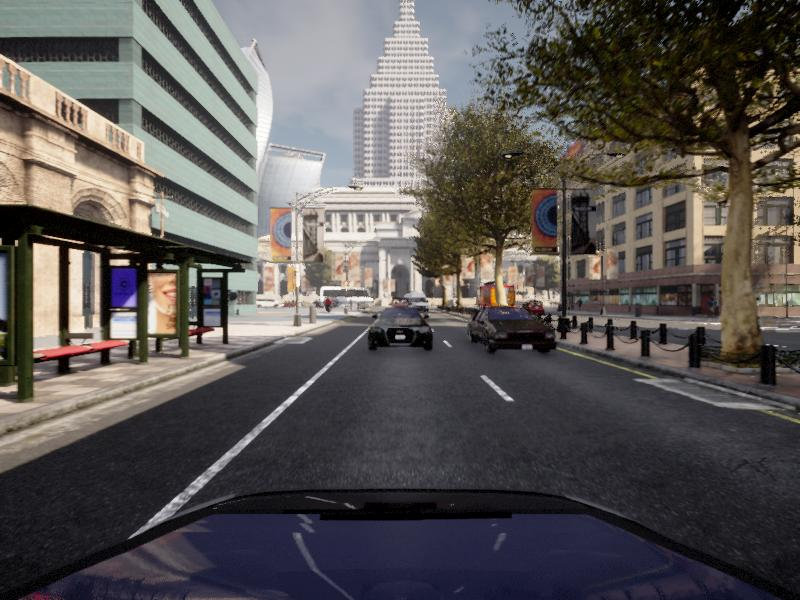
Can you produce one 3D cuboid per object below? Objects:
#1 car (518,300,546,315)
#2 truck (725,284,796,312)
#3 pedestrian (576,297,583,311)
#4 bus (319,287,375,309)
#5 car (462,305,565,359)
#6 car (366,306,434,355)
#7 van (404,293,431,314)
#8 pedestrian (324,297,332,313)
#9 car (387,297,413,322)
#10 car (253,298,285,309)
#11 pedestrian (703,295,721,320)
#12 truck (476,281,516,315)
[{"bbox_3d":[14.997,0.863,45.645,1.851,1.617,3.988,0,0,0],"label":"car"},{"bbox_3d":[52.932,-0.228,59.170,2.891,3.827,8.468,0,0,0],"label":"truck"},{"bbox_3d":[24.636,0.575,54.924,0.751,1.860,0.751,0,0,2],"label":"pedestrian"},{"bbox_3d":[-10.237,-0.411,78.256,10.273,4.253,3.944,0,0,0],"label":"bus"},{"bbox_3d":[3.526,0.918,13.681,2.033,1.411,5.357,0,0,0],"label":"car"},{"bbox_3d":[0.023,0.931,13.841,1.994,1.385,4.181,0,0,0],"label":"car"},{"bbox_3d":[2.149,0.407,51.896,1.988,2.561,5.915,0,0,-13],"label":"van"},{"bbox_3d":[-8.144,0.559,45.210,0.751,1.860,0.751,0,0,4],"label":"pedestrian"},{"bbox_3d":[0.004,0.699,31.695,1.905,1.878,3.866,0,0,0],"label":"car"},{"bbox_3d":[-25.621,0.697,78.184,5.566,2.045,2.150,0,0,0],"label":"car"},{"bbox_3d":[22.957,0.534,29.483,0.751,1.860,0.751,0,0,5],"label":"pedestrian"},{"bbox_3d":[11.500,-0.241,48.712,2.891,3.827,8.468,0,0,0],"label":"truck"}]
